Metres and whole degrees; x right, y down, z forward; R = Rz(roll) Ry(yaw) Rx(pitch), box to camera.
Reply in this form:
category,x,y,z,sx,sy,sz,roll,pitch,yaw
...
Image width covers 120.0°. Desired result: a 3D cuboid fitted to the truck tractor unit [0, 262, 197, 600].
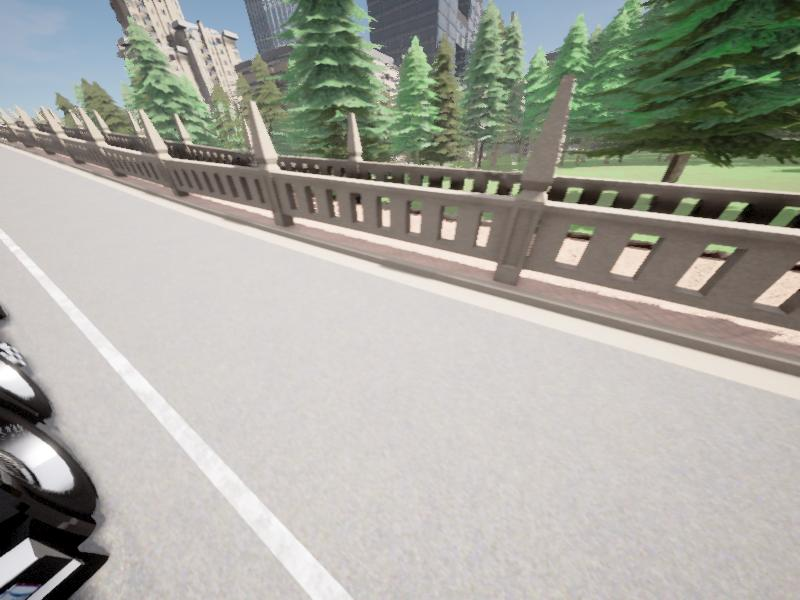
category,x,y,z,sx,sy,sz,roll,pitch,yaw
truck tractor unit,-5.096,-0.320,0.759,6.516,4.208,3.053,19,39,24
